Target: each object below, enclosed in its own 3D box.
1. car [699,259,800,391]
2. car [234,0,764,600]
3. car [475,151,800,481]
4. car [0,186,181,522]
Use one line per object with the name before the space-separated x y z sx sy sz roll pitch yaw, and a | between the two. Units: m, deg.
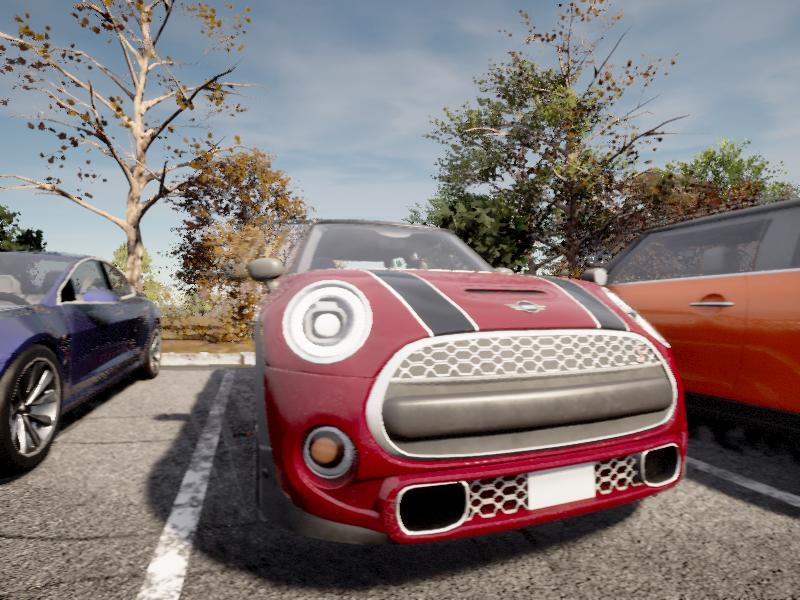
car | 5.780 0.262 3.541 2.002 1.452 4.674 1 -1 -20
car | -0.183 0.104 3.558 2.185 1.767 4.553 1 -1 -20
car | 2.808 0.100 3.502 2.185 1.767 4.553 0 -1 -20
car | -3.552 0.263 3.496 2.163 1.488 4.792 1 -1 -20
